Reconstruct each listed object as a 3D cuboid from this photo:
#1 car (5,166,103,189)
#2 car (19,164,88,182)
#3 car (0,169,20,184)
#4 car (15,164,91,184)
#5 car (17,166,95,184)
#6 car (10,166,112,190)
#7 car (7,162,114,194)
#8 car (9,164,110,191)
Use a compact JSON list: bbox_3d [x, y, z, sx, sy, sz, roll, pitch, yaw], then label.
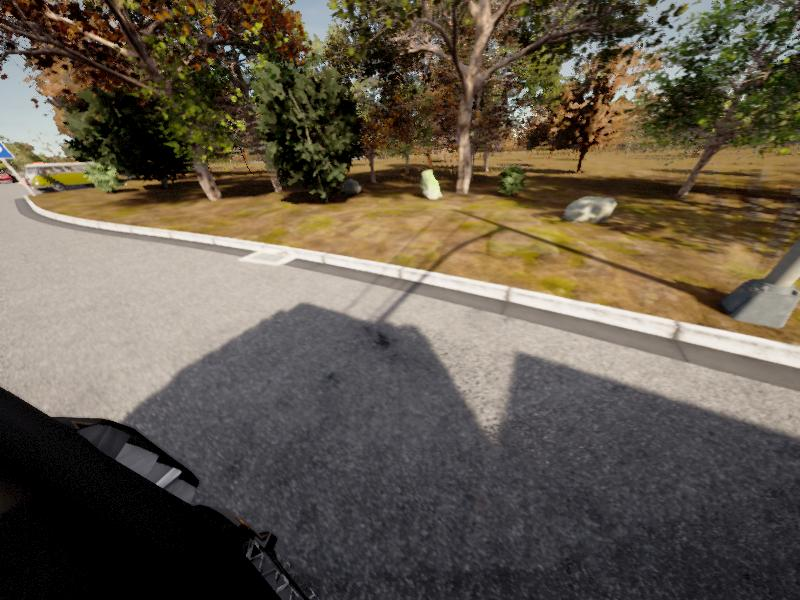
[{"bbox_3d":[-35.992,-12.966,24.356,1.946,1.575,5.366,7,34,14],"label":"car"},{"bbox_3d":[-47.825,-17.654,32.073,2.185,1.767,4.553,8,35,16],"label":"car"},{"bbox_3d":[-55.948,-17.397,32.492,3.988,1.617,1.851,22,41,32],"label":"car"},{"bbox_3d":[-43.127,-15.809,28.946,2.185,1.767,4.553,8,34,15],"label":"car"},{"bbox_3d":[-45.426,-16.724,30.719,1.946,1.575,5.366,8,35,16],"label":"car"},{"bbox_3d":[-33.490,-12.295,23.165,1.946,1.575,5.366,7,34,14],"label":"car"},{"bbox_3d":[-28.728,-10.606,19.859,1.878,1.987,4.442,7,34,13],"label":"car"},{"bbox_3d":[-31.136,-11.419,21.446,2.185,1.767,4.553,7,34,14],"label":"car"}]
